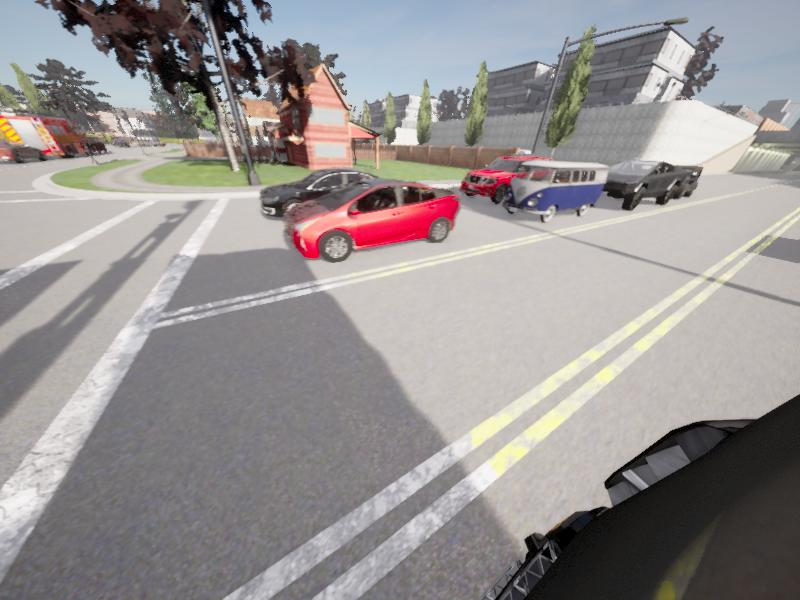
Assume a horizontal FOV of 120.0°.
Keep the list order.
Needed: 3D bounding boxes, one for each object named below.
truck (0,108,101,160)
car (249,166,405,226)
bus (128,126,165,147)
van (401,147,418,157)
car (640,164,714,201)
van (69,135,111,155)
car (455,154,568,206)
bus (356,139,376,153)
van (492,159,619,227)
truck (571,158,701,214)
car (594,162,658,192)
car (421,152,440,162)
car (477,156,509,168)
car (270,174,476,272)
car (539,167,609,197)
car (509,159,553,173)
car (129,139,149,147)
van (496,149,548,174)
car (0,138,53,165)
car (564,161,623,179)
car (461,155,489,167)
[{"bbox_3d":[-36.230,-17.137,24.103,2.891,3.827,8.468,-17,38,-27],"label":"truck"},{"bbox_3d":[-2.418,-3.943,8.440,4.892,1.490,1.837,-16,37,-26],"label":"car"},{"bbox_3d":[-70.986,-45.949,65.098,3.944,4.253,10.273,-17,38,-27],"label":"bus"},{"bbox_3d":[3.102,-48.355,75.242,2.351,2.431,6.366,-16,38,-26],"label":"van"},{"bbox_3d":[18.843,-8.095,15.758,3.866,1.878,1.905,-17,38,-27],"label":"car"},{"bbox_3d":[-41.056,-20.654,30.787,1.775,1.987,4.442,-19,39,-29],"label":"van"},{"bbox_3d":[5.957,-6.565,12.455,5.566,2.045,2.150,-16,38,-26],"label":"car"},{"bbox_3d":[-13.845,-61.569,92.414,3.944,4.253,10.273,-16,38,-26],"label":"bus"},{"bbox_3d":[6.159,-4.398,9.240,4.442,1.987,1.775,-16,38,-26],"label":"van"},{"bbox_3d":[12.586,-6.244,12.355,6.274,2.098,2.390,-16,37,-25],"label":"truck"},{"bbox_3d":[18.168,-9.982,18.580,4.605,1.855,1.932,-19,39,-29],"label":"car"},{"bbox_3d":[6.082,-28.875,46.720,1.789,1.549,3.705,-16,38,-26],"label":"car"},{"bbox_3d":[15.639,-23.441,39.165,1.837,1.490,4.892,-17,38,-26],"label":"car"},{"bbox_3d":[-0.563,-2.265,5.987,4.514,1.525,2.007,-16,38,-26],"label":"car"},{"bbox_3d":[11.733,-8.057,15.613,3.806,1.475,1.970,-17,38,-26],"label":"car"},{"bbox_3d":[19.212,-19.963,34.219,2.033,1.411,5.357,-16,38,-26],"label":"car"},{"bbox_3d":[-65.046,-39.146,57.644,1.801,1.575,5.366,-17,38,-27],"label":"car"},{"bbox_3d":[16.567,-19.213,31.869,1.988,2.561,5.915,-17,38,-26],"label":"van"},{"bbox_3d":[-31.807,-12.091,18.747,2.152,1.651,5.027,-17,38,-27],"label":"car"},{"bbox_3d":[23.462,-15.901,28.234,2.128,1.511,4.902,-16,38,-26],"label":"car"},{"bbox_3d":[12.312,-22.846,38.062,1.970,1.475,3.806,-17,38,-26],"label":"car"}]
